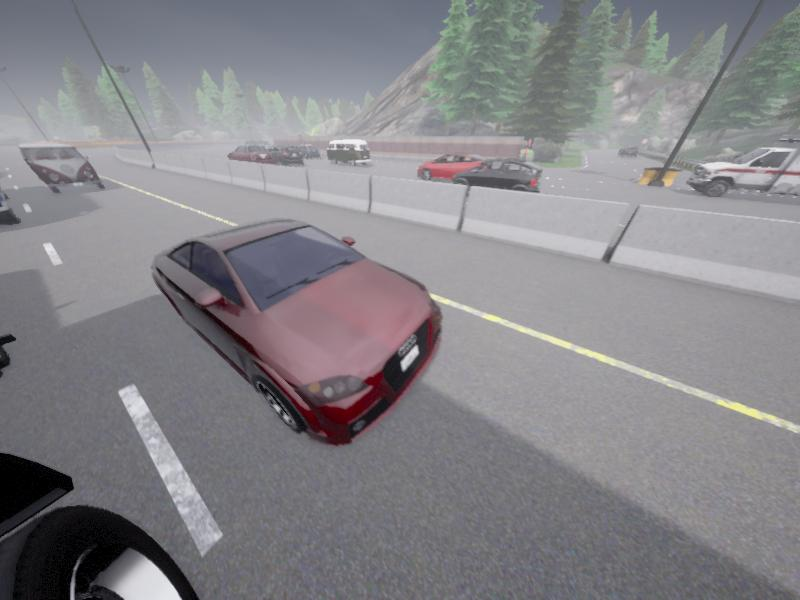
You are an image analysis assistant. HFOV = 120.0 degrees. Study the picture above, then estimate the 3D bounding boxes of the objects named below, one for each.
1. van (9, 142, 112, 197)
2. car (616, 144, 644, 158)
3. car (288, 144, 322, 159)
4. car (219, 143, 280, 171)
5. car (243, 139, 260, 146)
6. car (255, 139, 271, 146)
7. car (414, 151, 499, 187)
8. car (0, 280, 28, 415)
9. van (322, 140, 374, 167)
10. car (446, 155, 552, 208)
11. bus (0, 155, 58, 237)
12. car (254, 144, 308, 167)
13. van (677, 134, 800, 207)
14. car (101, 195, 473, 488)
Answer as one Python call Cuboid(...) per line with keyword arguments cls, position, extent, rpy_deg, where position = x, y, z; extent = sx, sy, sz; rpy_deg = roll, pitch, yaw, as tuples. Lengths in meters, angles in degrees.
Cuboid(cls="van", position=(-16.647, -6.540, 11.346), extent=(4.442, 1.987, 1.775), rpy_deg=(22, 41, 28))
Cuboid(cls="car", position=(35.272, -23.042, 35.620), extent=(2.128, 1.511, 4.902), rpy_deg=(20, 40, 26))
Cuboid(cls="car", position=(-12.256, -19.242, 29.868), extent=(3.806, 1.475, 1.970), rpy_deg=(22, 40, 27))
Cuboid(cls="car", position=(-12.762, -12.235, 19.635), extent=(4.553, 1.767, 2.097), rpy_deg=(22, 40, 27))
Cuboid(cls="car", position=(-42.661, -45.350, 66.450), extent=(1.789, 1.549, 3.705), rpy_deg=(8, 36, 11))
Cuboid(cls="car", position=(-39.170, -45.090, 66.105), extent=(1.845, 1.501, 3.633), rpy_deg=(8, 36, 11))
Cuboid(cls="car", position=(3.326, -8.139, 14.182), extent=(4.514, 1.525, 2.007), rpy_deg=(22, 40, 27))
Cuboid(cls="car", position=(-6.415, 0.082, 2.233), extent=(4.553, 1.767, 2.097), rpy_deg=(22, 40, 26))
Cuboid(cls="van", position=(-4.947, -14.102, 22.136), extent=(4.480, 2.038, 2.069), rpy_deg=(22, 40, 27))
Cuboid(cls="car", position=(4.208, -5.352, 10.210), extent=(3.705, 1.549, 1.789), rpy_deg=(22, 41, 27))
Cuboid(cls="bus", position=(-15.596, -4.678, 6.743), extent=(10.273, 4.253, 3.944), rpy_deg=(22, 40, 27))
Cuboid(cls="car", position=(-11.568, -14.153, 22.476), extent=(4.611, 1.667, 2.242), rpy_deg=(22, 40, 27))
Cuboid(cls="van", position=(17.127, -5.438, 9.677), extent=(6.366, 2.431, 2.351), rpy_deg=(22, 40, 27))
Cuboid(cls="car", position=(-1.545, -0.240, 3.060), extent=(4.181, 1.385, 1.994), rpy_deg=(22, 40, 28))
